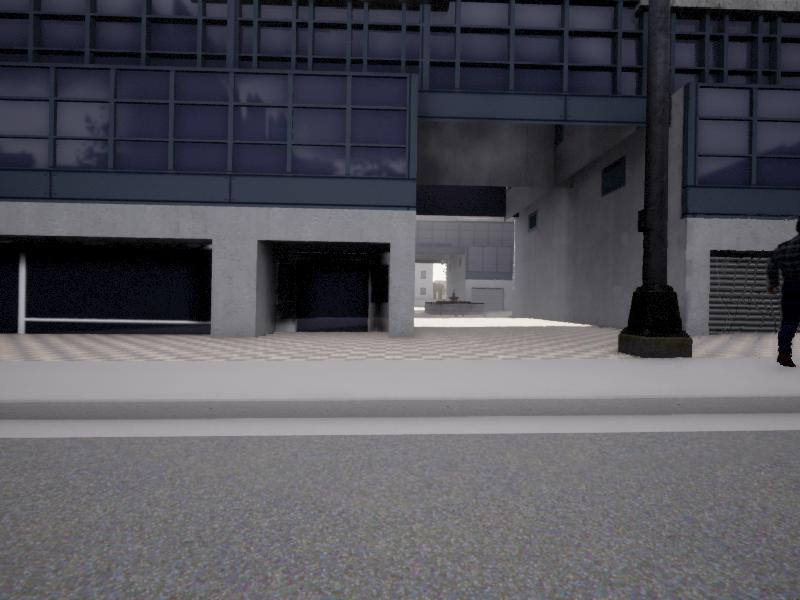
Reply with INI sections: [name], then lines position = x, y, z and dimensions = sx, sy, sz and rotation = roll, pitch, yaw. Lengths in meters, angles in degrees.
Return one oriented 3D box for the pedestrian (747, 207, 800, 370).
[pedestrian]
position = 4.867, -0.132, 4.810
dimensions = 0.751, 1.860, 0.751
rotation = 1, 0, -19
